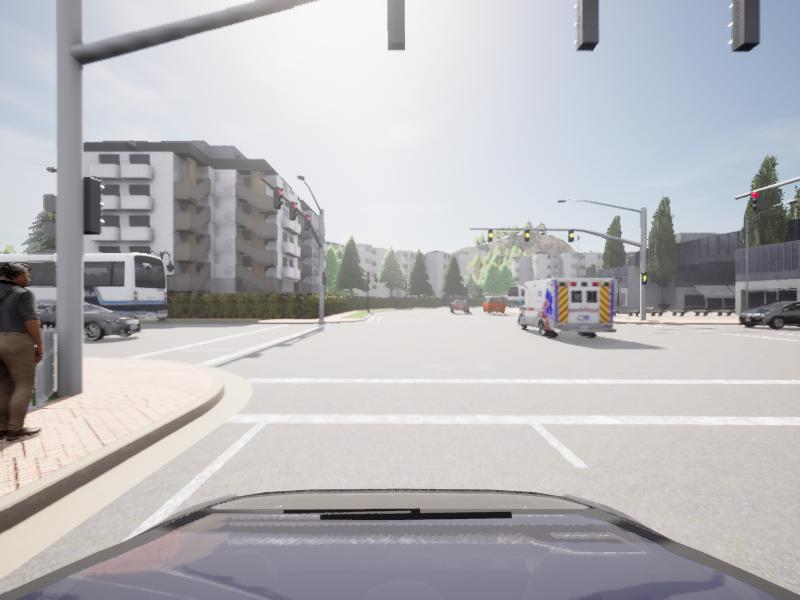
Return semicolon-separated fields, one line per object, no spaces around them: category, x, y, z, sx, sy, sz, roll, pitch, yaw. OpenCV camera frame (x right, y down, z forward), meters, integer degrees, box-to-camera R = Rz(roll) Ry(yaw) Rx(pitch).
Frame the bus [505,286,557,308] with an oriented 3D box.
bus;26.016;-0.547;79.287;10.273;4.253;3.944;0;0;-30

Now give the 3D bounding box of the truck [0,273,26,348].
truck;-15.721;0.355;12.734;5.204;2.467;2.627;0;0;1

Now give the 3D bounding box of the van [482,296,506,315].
van;10.509;0.594;44.898;1.775;1.987;4.442;0;0;2

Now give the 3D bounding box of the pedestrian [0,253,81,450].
pedestrian;-3.988;0.487;4.152;0.751;1.860;0.751;0;0;0

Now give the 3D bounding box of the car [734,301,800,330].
car;21.757;0.826;22.356;4.514;1.525;2.007;0;0;2

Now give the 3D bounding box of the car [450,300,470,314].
car;7.303;0.775;48.830;2.152;1.651;5.027;0;0;6

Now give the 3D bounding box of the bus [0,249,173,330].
bus;-19.423;-0.537;23.200;10.273;4.253;3.944;0;0;1

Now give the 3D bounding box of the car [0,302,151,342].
car;-13.183;0.834;16.177;4.902;1.511;2.128;0;0;1

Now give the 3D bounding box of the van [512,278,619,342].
van;7.187;0.376;18.393;2.351;2.431;6.366;0;0;1
